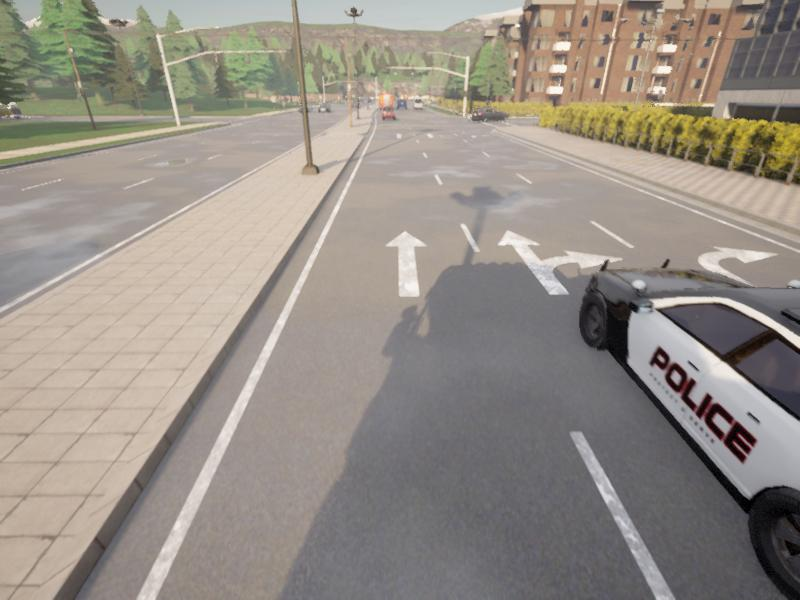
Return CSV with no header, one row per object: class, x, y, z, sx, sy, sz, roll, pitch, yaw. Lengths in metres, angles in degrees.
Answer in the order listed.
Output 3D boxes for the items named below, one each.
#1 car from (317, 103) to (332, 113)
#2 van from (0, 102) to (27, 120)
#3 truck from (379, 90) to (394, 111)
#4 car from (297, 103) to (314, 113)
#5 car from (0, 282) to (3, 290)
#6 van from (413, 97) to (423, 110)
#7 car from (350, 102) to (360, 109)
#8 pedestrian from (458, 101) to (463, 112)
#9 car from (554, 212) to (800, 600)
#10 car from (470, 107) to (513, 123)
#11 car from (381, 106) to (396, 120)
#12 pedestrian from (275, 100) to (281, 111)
car,-14.159,-36.170,75.246,2.033,1.649,4.856,-1,27,-2
van,-52.530,-24.794,52.536,4.480,2.038,2.069,-1,27,0
truck,-2.880,-43.465,87.073,2.891,3.827,8.468,0,27,-1
car,-17.618,-35.852,74.726,2.038,1.542,4.974,-1,27,-1
car,-8.000,0.223,4.393,2.152,1.651,5.027,0,27,-1
van,4.036,-45.087,91.657,1.988,2.561,5.915,0,27,-1
car,-11.092,-48.082,98.735,1.994,1.385,4.181,0,27,-1
pedestrian,11.043,-35.259,72.890,0.751,1.860,0.751,-1,27,-1
car,3.517,0.593,3.806,2.038,1.542,4.974,0,27,-1
car,11.222,-22.771,49.164,4.611,1.667,2.242,-10,28,-18
car,-1.553,-25.322,54.174,1.851,1.617,3.988,-2,27,-3
pedestrian,-22.873,-36.463,75.130,0.751,1.860,0.751,-1,27,-3
